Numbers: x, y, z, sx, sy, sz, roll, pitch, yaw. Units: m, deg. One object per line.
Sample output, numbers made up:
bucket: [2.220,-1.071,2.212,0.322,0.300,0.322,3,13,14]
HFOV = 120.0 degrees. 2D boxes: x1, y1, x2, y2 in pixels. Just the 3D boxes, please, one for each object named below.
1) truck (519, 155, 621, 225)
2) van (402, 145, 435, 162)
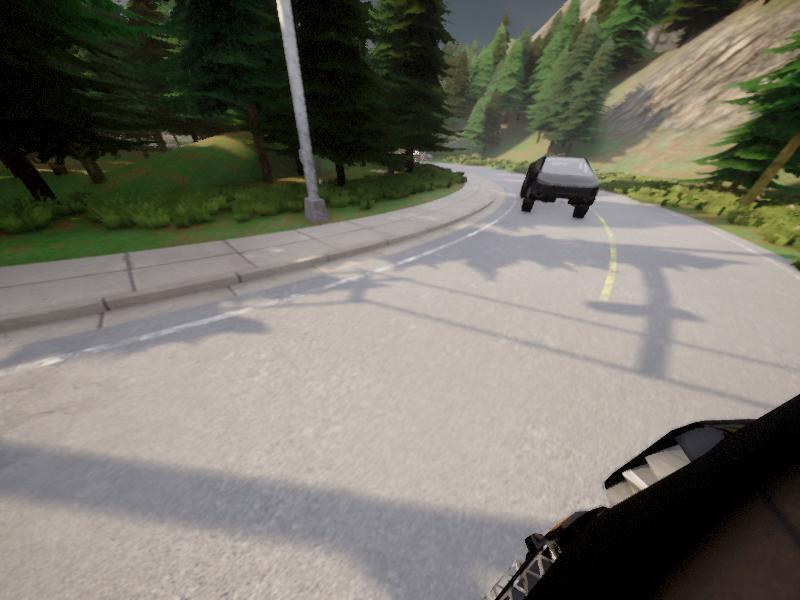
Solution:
truck: [7.289,-5.545,10.915,2.390,2.098,6.274,15,35,18]
van: [3.440,-28.201,44.523,2.351,2.431,6.366,-27,44,-37]
